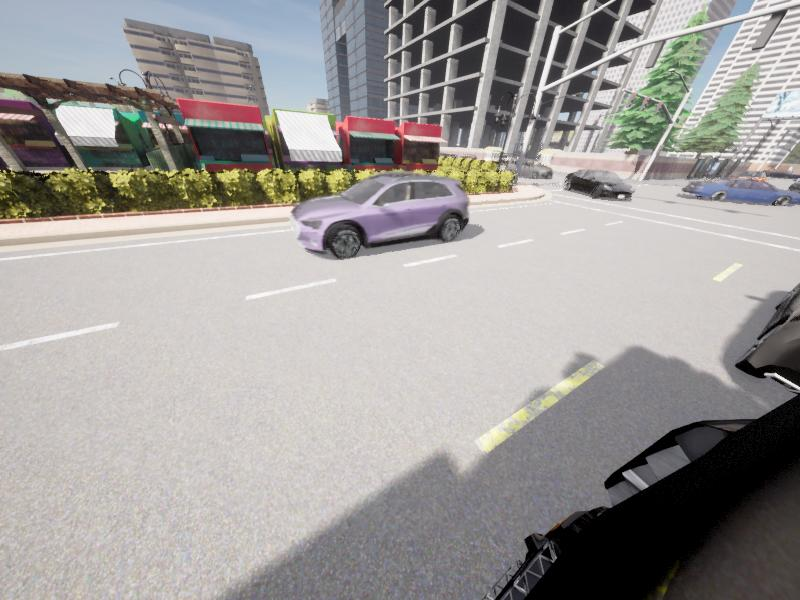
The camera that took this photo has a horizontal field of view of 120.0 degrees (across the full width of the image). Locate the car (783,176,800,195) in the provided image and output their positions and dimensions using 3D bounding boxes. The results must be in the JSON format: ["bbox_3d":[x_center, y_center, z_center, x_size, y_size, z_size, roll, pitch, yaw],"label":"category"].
[{"bbox_3d":[39.912,-11.161,22.500,4.892,1.490,1.837,-15,38,-25],"label":"car"}]

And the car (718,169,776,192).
[{"bbox_3d":[35.165,-12.203,23.431,4.553,1.767,2.097,-15,38,-25],"label":"car"}]

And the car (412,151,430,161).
[{"bbox_3d":[4.335,-29.871,47.771,1.789,1.549,3.705,-16,38,-26],"label":"car"}]

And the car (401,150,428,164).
[{"bbox_3d":[2.277,-24.155,38.923,1.930,1.638,5.238,-16,38,-26],"label":"car"}]

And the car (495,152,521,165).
[{"bbox_3d":[21.126,-27.830,45.452,1.905,1.878,3.866,-15,38,-25],"label":"car"}]

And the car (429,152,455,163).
[{"bbox_3d":[7.669,-26.495,42.959,1.882,1.535,5.008,-16,38,-26],"label":"car"}]

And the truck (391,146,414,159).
[{"bbox_3d":[0.515,-33.959,53.140,2.390,2.098,6.274,-16,38,-26],"label":"truck"}]

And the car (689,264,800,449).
[{"bbox_3d":[6.039,0.331,2.551,4.902,1.511,2.128,-15,38,-25],"label":"car"}]

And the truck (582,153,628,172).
[{"bbox_3d":[37.047,-25.036,42.006,2.615,2.467,5.204,-15,38,-25],"label":"truck"}]

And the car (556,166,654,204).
[{"bbox_3d":[12.606,-7.467,14.789,2.163,1.488,4.792,4,34,1],"label":"car"}]

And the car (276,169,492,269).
[{"bbox_3d":[-0.277,-2.408,6.082,4.856,1.649,2.033,-15,38,-25],"label":"car"}]

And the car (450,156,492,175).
[{"bbox_3d":[7.637,-14.766,25.348,1.816,1.474,4.193,-16,38,-26],"label":"car"}]

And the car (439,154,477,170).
[{"bbox_3d":[7.654,-18.687,31.203,2.038,1.542,4.974,-16,38,-26],"label":"car"}]

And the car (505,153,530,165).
[{"bbox_3d":[23.688,-28.535,46.712,1.905,1.878,3.866,-15,38,-25],"label":"car"}]

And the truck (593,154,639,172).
[{"bbox_3d":[40.803,-26.070,43.854,2.615,2.467,5.204,-15,38,-25],"label":"truck"}]

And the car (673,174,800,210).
[{"bbox_3d":[22.665,-7.279,15.394,5.357,1.411,2.033,14,35,16],"label":"car"}]

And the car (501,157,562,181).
[{"bbox_3d":[13.094,-13.288,23.368,2.242,1.667,4.611,-16,38,-26],"label":"car"}]

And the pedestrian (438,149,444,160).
[{"bbox_3d":[8.985,-31.844,50.510,0.751,1.860,0.751,-16,38,-26],"label":"pedestrian"}]

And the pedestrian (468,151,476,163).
[{"bbox_3d":[13.655,-27.081,43.696,0.751,1.860,0.751,-15,38,-25],"label":"pedestrian"}]

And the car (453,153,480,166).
[{"bbox_3d":[10.934,-23.240,38.247,1.851,1.617,3.988,-16,38,-26],"label":"car"}]
